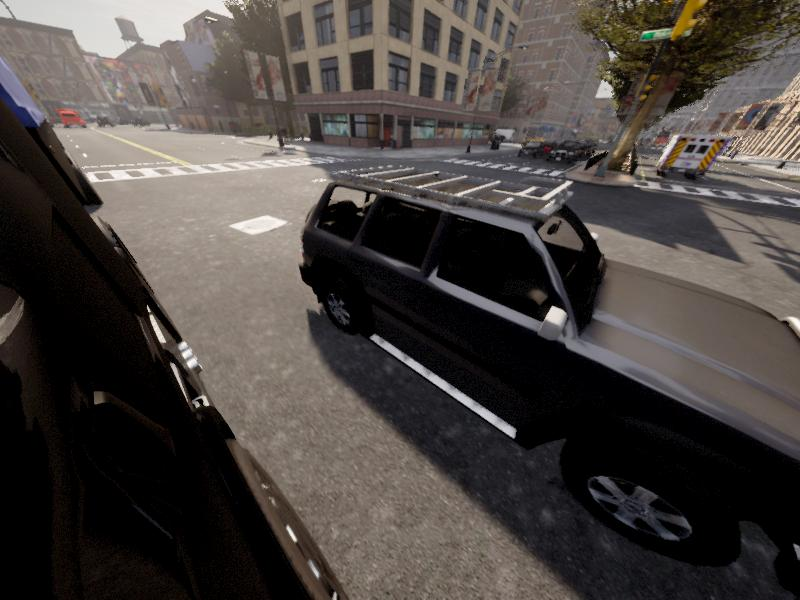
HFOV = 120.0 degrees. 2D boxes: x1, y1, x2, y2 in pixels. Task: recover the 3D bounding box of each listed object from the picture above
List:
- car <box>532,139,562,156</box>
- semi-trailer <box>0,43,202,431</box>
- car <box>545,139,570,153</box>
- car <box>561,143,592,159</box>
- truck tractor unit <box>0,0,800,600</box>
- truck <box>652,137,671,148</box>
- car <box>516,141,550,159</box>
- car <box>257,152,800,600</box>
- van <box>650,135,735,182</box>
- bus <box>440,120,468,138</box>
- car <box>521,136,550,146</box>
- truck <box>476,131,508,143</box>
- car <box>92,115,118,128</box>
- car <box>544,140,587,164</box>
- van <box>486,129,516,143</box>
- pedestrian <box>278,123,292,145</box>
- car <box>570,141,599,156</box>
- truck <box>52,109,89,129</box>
[{"bbox_3d":[19.092,-19.764,29.868,2.007,1.525,4.514,28,44,30],"label":"car"},{"bbox_3d":[-8.704,-3.597,4.228,14.254,4.402,2.717,28,44,30],"label":"semi-trailer"},{"bbox_3d":[23.252,-22.659,34.005,1.837,1.490,4.892,27,43,29],"label":"car"},{"bbox_3d":[20.959,-17.713,27.379,1.994,1.385,4.181,28,44,30],"label":"car"},{"bbox_3d":[-2.645,-0.295,0.351,6.516,4.208,3.053,28,44,30],"label":"truck tractor unit"},{"bbox_3d":[80.058,-48.271,70.758,2.627,2.467,5.204,28,44,30],"label":"truck"},{"bbox_3d":[14.874,-16.769,25.690,1.812,1.442,4.674,28,44,30],"label":"car"},{"bbox_3d":[0.864,-0.207,2.407,4.605,1.855,1.932,28,44,30],"label":"car"},{"bbox_3d":[21.013,-10.635,17.065,2.351,2.431,6.366,28,44,30],"label":"van"},{"bbox_3d":[17.712,-55.643,75.339,3.944,4.253,10.273,28,44,30],"label":"bus"},{"bbox_3d":[30.655,-36.178,52.400,5.366,1.575,1.801,14,38,15],"label":"car"},{"bbox_3d":[21.396,-37.976,53.805,6.274,2.098,2.390,27,43,29],"label":"truck"},{"bbox_3d":[-58.780,-35.707,46.125,1.932,1.855,4.605,-21,43,-28],"label":"car"},{"bbox_3d":[16.338,-14.626,22.732,2.242,1.667,4.611,28,44,30],"label":"car"},{"bbox_3d":[24.214,-39.472,55.602,5.915,2.561,1.988,26,43,28],"label":"van"},{"bbox_3d":[-12.315,-17.803,24.785,0.751,1.860,0.751,-29,47,-35],"label":"pedestrian"},{"bbox_3d":[25.224,-20.721,31.526,2.128,1.511,4.902,28,44,30],"label":"car"},{"bbox_3d":[-55.409,-30.493,38.881,5.204,2.467,2.627,29,44,30],"label":"truck"}]
